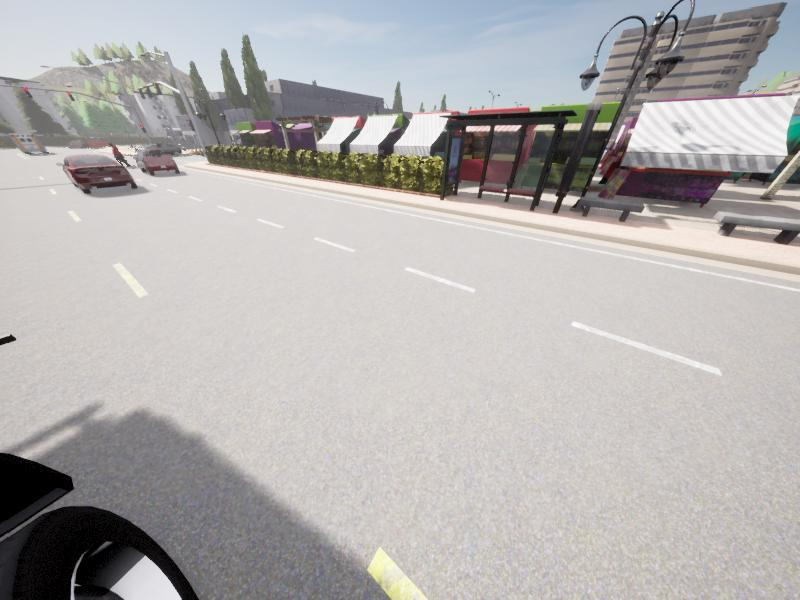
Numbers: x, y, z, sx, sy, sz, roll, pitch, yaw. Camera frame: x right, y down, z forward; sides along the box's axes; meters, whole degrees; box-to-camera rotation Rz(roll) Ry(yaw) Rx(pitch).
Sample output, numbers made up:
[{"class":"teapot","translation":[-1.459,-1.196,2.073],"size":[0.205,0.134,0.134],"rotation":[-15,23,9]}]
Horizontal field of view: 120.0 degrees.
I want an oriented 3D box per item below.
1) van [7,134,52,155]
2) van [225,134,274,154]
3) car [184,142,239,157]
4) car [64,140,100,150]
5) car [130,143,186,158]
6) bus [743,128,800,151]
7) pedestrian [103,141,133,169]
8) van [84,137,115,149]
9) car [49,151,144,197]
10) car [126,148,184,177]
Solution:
[{"class":"van","translation":[-55.507,-23.492,34.763],"size":[6.366,2.431,2.351],"rotation":[27,43,32]},{"class":"van","translation":[-24.434,-25.552,37.817],"size":[1.988,2.561,5.915],"rotation":[24,41,29]},{"class":"car","translation":[-25.738,-20.752,31.825],"size":[1.801,1.575,5.366],"rotation":[23,41,28]},{"class":"car","translation":[-69.122,-33.861,50.342],"size":[2.152,1.651,5.027],"rotation":[-12,37,-16]},{"class":"car","translation":[-31.603,-19.679,30.308],"size":[2.007,1.525,4.514],"rotation":[24,41,29]},{"class":"bus","translation":[89.283,-38.491,55.387],"size":[3.944,4.253,10.273],"rotation":[22,40,27]},{"class":"pedestrian","translation":[-23.345,-12.023,19.163],"size":[0.751,1.860,0.751],"rotation":[23,41,29]},{"class":"van","translation":[-65.454,-34.259,50.368],"size":[1.775,1.987,4.442],"rotation":[-12,37,-16]},{"class":"car","translation":[-15.541,-6.563,11.789],"size":[5.008,1.535,1.882],"rotation":[23,41,28]},{"class":"car","translation":[-17.695,-10.005,16.668],"size":[3.633,1.501,1.845],"rotation":[25,42,31]}]
